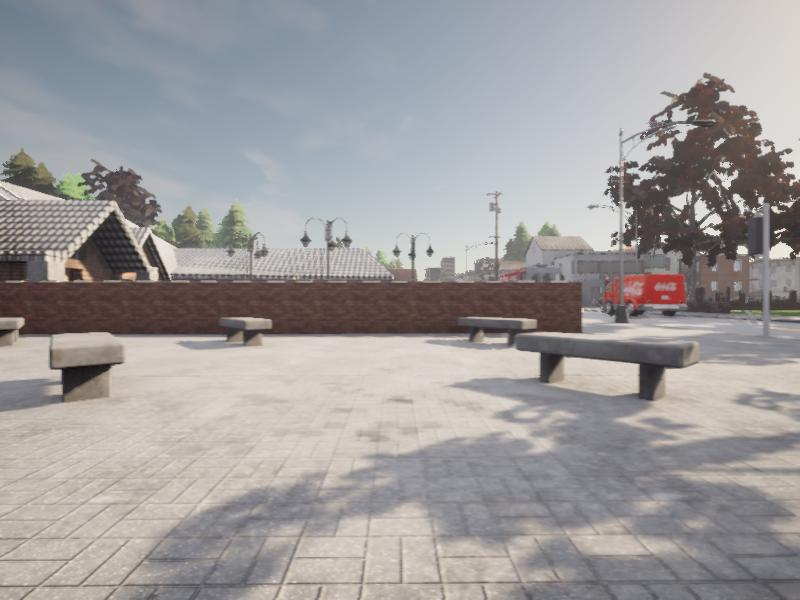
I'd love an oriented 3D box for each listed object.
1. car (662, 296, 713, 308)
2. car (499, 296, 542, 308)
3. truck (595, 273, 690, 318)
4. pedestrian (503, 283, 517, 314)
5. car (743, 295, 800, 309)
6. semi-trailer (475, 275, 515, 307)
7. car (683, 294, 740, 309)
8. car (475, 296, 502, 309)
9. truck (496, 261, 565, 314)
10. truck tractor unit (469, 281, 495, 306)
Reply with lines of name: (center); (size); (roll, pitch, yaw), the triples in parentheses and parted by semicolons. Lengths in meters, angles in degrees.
car: (34.776, 0.240, 48.475); (4.892, 1.490, 1.837); (0, 0, -1)
car: (15.442, 0.238, 51.400); (2.128, 1.511, 4.902); (0, 0, -43)
truck: (14.698, -0.245, 24.732); (2.627, 2.467, 5.204); (0, 0, -1)
pedestrian: (6.716, -0.066, 24.413); (0.751, 1.860, 0.751); (0, 0, 21)
car: (41.308, 0.228, 44.320); (4.902, 1.511, 2.128); (0, 0, -3)
semi-trailer: (14.339, -1.215, 61.784); (2.717, 4.402, 14.254); (0, 0, -1)
car: (34.451, 0.172, 44.309); (4.856, 1.649, 2.033); (0, 0, -2)
car: (10.455, 0.237, 47.790); (2.128, 1.511, 4.902); (0, 0, -1)
truck: (10.598, -0.919, 33.550); (2.891, 3.827, 8.468); (0, 0, -1)
truck tractor unit: (14.228, -1.118, 69.697); (3.053, 4.208, 6.516); (0, 0, -1)
